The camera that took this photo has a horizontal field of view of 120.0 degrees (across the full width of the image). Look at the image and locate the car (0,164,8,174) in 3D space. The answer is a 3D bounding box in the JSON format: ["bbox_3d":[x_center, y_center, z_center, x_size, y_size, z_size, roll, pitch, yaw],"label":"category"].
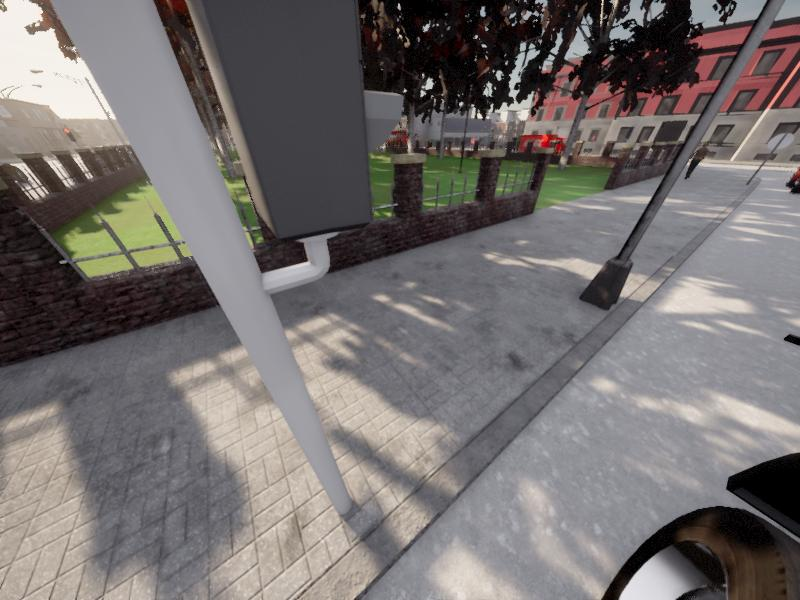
[{"bbox_3d":[-31.431,-9.555,16.401,1.837,1.490,4.892,-22,41,-28],"label":"car"}]

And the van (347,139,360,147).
[{"bbox_3d":[-14.649,-49.358,72.735,1.775,1.987,4.442,-22,41,-28],"label":"van"}]

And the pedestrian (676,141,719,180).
[{"bbox_3d":[17.207,-8.077,13.423,0.751,1.860,0.751,-29,44,-34],"label":"pedestrian"}]

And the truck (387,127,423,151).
[{"bbox_3d":[0.916,-33.515,48.159,2.891,3.827,8.468,-22,41,-28],"label":"truck"}]

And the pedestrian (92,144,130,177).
[{"bbox_3d":[-19.631,-9.536,15.750,0.751,1.860,0.751,-22,40,-27],"label":"pedestrian"}]

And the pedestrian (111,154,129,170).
[{"bbox_3d":[-23.077,-11.371,19.039,0.500,1.100,0.500,27,43,33],"label":"pedestrian"}]

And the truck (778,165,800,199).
[{"bbox_3d":[19.990,-5.956,10.084,5.204,2.467,2.627,-22,41,-28],"label":"truck"}]

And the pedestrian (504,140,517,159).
[{"bbox_3d":[13.142,-17.950,27.465,0.751,1.860,0.751,-22,40,-27],"label":"pedestrian"}]

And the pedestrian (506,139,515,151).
[{"bbox_3d":[20.014,-28.129,41.950,0.751,1.860,0.751,-14,37,-18],"label":"pedestrian"}]

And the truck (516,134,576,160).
[{"bbox_3d":[17.855,-19.055,28.687,2.627,2.467,5.204,-23,41,-28],"label":"truck"}]

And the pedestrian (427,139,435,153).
[{"bbox_3d":[4.989,-24.654,37.037,0.751,1.860,0.751,-22,41,-28],"label":"pedestrian"}]

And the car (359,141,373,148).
[{"bbox_3d":[-9.889,-45.323,67.271,2.033,1.649,4.856,-22,41,-28],"label":"car"}]

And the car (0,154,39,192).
[{"bbox_3d":[-23.068,-6.945,12.623,2.128,1.511,4.902,-24,42,-30],"label":"car"}]

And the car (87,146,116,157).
[{"bbox_3d":[-51.290,-25.663,39.828,1.812,1.442,4.674,-22,41,-28],"label":"car"}]

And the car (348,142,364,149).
[{"bbox_3d":[-12.385,-43.227,64.581,2.152,1.651,5.027,-22,41,-28],"label":"car"}]

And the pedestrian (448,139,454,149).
[{"bbox_3d":[10.721,-32.679,48.389,0.751,1.860,0.751,-20,40,-26],"label":"pedestrian"}]

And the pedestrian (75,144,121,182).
[{"bbox_3d":[-18.003,-8.193,13.833,0.751,1.860,0.751,-22,40,-27],"label":"pedestrian"}]

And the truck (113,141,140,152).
[{"bbox_3d":[-62.908,-35.469,53.259,2.390,2.098,6.274,-22,41,-28],"label":"truck"}]
